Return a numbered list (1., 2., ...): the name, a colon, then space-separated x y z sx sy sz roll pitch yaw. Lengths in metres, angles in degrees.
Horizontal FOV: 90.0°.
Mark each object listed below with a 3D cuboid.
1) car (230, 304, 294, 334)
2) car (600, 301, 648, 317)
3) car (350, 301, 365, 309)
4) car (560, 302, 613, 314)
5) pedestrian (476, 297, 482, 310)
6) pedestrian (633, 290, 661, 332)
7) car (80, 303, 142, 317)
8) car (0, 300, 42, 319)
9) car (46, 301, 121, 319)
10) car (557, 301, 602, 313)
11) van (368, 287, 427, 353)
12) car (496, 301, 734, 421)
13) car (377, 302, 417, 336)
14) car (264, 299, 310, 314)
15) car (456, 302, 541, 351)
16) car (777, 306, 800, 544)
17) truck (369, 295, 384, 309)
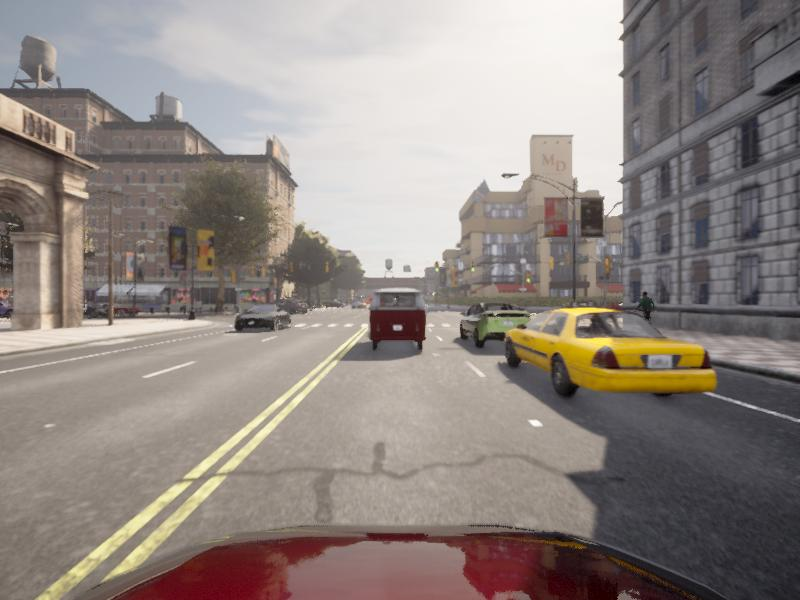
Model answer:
1. car: -7.171 0.913 21.244 1.994 1.385 4.181 0 0 -1
2. car: 21.865 0.836 39.193 3.633 1.501 1.845 0 0 0
3. car: -7.768 0.890 73.440 2.128 1.511 4.902 0 0 -1
4. car: 21.952 0.908 47.192 5.357 1.411 2.033 0 0 0
5. pedestrian: 11.507 0.501 58.263 0.751 1.860 0.751 0 0 6
6. pedestrian: 11.099 0.490 18.009 0.751 1.860 0.751 0 0 -11
7. car: -28.028 0.955 38.902 4.718 1.301 1.895 0 0 0
8. car: -34.981 0.788 35.361 4.856 1.649 2.033 0 0 0
9. car: -27.924 0.836 35.401 4.974 1.542 2.038 0 0 0
10. car: 22.666 0.865 50.699 4.792 1.488 2.163 0 0 0
11. van: -0.093 0.601 14.276 1.775 1.987 4.442 0 0 -1
12. car: 3.478 0.804 7.944 1.801 1.575 5.366 0 0 -1
13. car: -0.228 0.860 19.997 1.816 1.474 4.193 0 0 -2
14. car: -12.994 0.769 46.086 4.611 1.667 2.242 0 0 21
15. car: 3.401 0.833 14.820 2.007 1.525 4.514 0 0 -1
16. car: 3.500 0.815 0.908 1.789 1.549 3.705 0 0 0
17. truck: -4.270 0.376 73.661 2.627 2.467 5.204 0 0 -1
